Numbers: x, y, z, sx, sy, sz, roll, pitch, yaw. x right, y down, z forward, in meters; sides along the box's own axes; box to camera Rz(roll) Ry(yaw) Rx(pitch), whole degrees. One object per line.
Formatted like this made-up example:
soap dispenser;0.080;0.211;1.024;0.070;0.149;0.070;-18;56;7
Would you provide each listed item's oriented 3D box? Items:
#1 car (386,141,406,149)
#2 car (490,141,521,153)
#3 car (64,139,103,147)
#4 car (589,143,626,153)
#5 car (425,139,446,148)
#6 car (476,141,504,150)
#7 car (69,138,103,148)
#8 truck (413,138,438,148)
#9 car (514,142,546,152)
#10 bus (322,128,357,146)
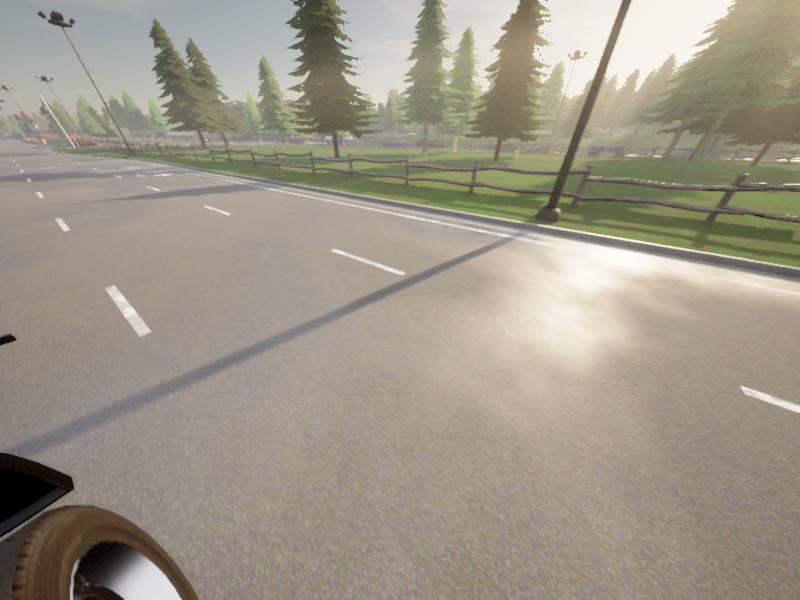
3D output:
car;-1.056;-38.464;57.127;4.514;1.525;2.007;22;41;28
car;20.446;-29.691;44.764;4.856;1.649;2.033;22;41;28
car;-70.983;-35.256;51.870;2.163;1.488;4.792;23;41;28
car;39.586;-29.190;44.322;5.008;1.535;1.882;22;41;28
car;8.937;-39.464;58.283;4.605;1.855;1.932;22;41;28
car;20.112;-34.772;51.949;5.238;1.638;1.930;22;41;28
car;-68.118;-34.133;50.199;1.851;1.617;3.988;23;41;28
truck;6.971;-42.835;62.842;6.274;2.098;2.390;22;41;28
car;25.540;-30.026;45.372;4.974;1.542;2.038;22;41;28
bus;-18.209;-49.046;69.530;10.273;4.253;3.944;22;41;28
